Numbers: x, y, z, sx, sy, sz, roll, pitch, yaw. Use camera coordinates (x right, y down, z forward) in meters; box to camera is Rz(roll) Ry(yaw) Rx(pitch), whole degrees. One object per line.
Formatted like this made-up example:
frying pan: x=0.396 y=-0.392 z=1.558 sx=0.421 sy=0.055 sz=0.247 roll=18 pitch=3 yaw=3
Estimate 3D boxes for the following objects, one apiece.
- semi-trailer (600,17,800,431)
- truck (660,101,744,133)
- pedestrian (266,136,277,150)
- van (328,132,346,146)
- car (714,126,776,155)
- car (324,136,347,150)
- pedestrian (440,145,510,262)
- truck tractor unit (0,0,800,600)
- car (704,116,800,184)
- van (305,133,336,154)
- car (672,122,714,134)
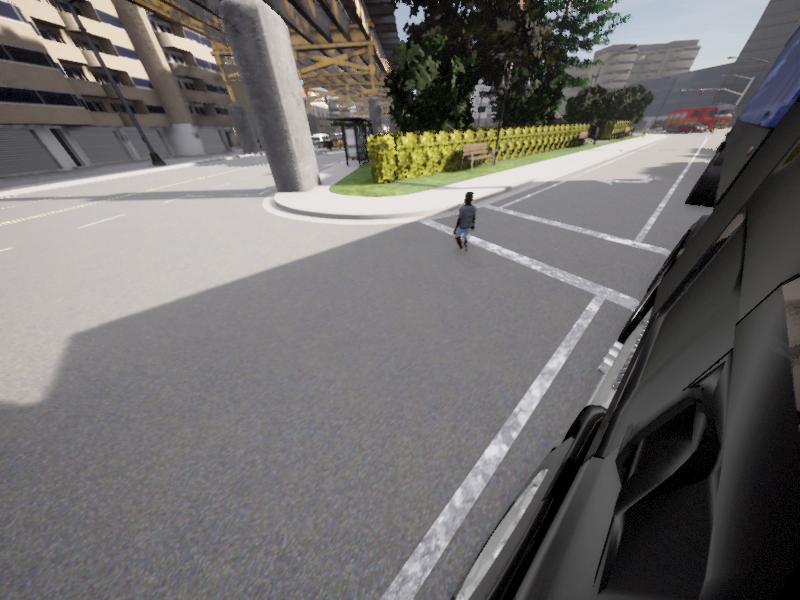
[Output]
semi-trailer: x=8.583 y=-3.658 z=4.371 sx=14.254 sy=4.402 sz=2.717 roll=-29 pitch=44 yaw=-31
truck: x=50.962 y=-31.130 z=39.664 sx=2.891 sy=3.827 sz=8.468 roll=0 pitch=36 yaw=3
pedestrian: x=-20.924 y=-25.637 z=37.650 sx=0.751 sy=1.860 sz=0.751 roll=1 pitch=37 yaw=4
van: x=-12.834 y=-32.906 z=47.167 sx=2.069 sy=2.038 sz=4.480 roll=0 pitch=36 yaw=3
car: x=24.612 y=-11.548 z=16.642 sx=4.674 sy=1.442 sz=1.812 roll=-30 pitch=44 yaw=-32
car: x=-10.002 y=-24.779 z=36.396 sx=1.801 sy=1.575 sz=5.366 roll=0 pitch=37 yaw=3
pedestrian: x=1.281 y=-1.757 z=4.328 sx=0.751 sy=1.860 sz=0.751 roll=-7 pitch=37 yaw=-7
truck tractor unit: x=2.645 y=-0.295 z=0.351 sx=6.516 sy=4.208 sz=3.053 roll=-28 pitch=44 yaw=-30
car: x=15.900 y=-6.812 z=10.231 sx=5.566 sy=2.045 sz=2.150 roll=-30 pitch=44 yaw=-32
van: x=-10.371 y=-20.735 z=30.557 sx=2.069 sy=2.038 sz=4.480 roll=0 pitch=37 yaw=4
car: x=47.329 y=-27.903 z=37.463 sx=1.970 sy=1.475 sz=3.806 roll=0 pitch=36 yaw=3
